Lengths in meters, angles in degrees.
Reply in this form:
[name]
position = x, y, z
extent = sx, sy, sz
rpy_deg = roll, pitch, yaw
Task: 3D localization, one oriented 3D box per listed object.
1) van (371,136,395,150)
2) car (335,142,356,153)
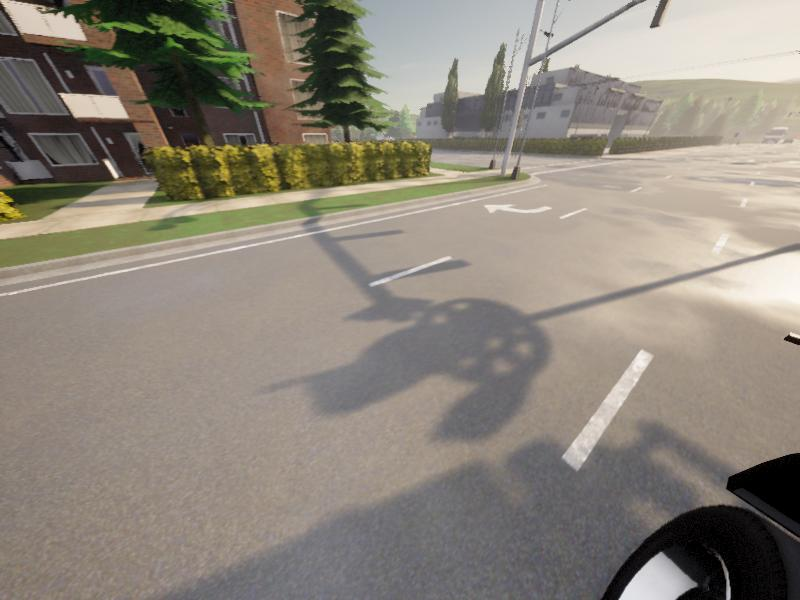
[van]
position = -3.745, -35.025, 51.586
extent = 2.351, 2.431, 6.366
rpy_deg = -21, 40, -27
[car]
position = -10.524, -29.593, 44.712
extent = 2.038, 1.542, 4.974
rpy_deg = -21, 40, -27
